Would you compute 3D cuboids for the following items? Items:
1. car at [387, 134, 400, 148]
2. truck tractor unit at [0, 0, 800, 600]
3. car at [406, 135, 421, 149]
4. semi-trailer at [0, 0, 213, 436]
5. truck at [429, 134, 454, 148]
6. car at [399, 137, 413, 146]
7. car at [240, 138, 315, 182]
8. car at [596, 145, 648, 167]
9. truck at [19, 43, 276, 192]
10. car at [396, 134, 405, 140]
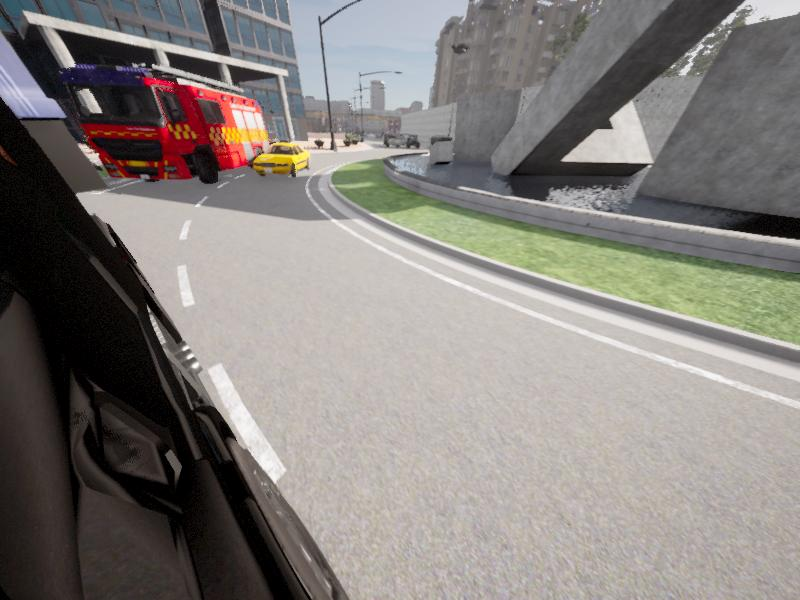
[{"bbox_3d":[-1.188,-26.977,39.138,1.932,1.855,4.605,-2,36,-6],"label":"car"},{"bbox_3d":[-2.645,-0.295,0.351,6.516,4.208,3.053,28,44,30],"label":"truck tractor unit"},{"bbox_3d":[2.276,-26.981,39.360,1.905,1.878,3.866,-2,36,-6],"label":"car"},{"bbox_3d":[-9.475,-2.878,3.337,14.254,4.402,2.717,18,42,21],"label":"semi-trailer"},{"bbox_3d":[8.368,-32.747,47.512,2.390,2.098,6.274,-8,37,-14],"label":"truck"},{"bbox_3d":[1.069,-32.086,46.807,1.895,1.301,4.718,-4,37,-10],"label":"car"},{"bbox_3d":[-6.453,-8.037,13.000,1.801,1.575,5.366,0,36,-4],"label":"car"},{"bbox_3d":[26.020,-17.081,27.311,3.866,1.878,1.905,23,41,25],"label":"car"},{"bbox_3d":[-9.664,-8.276,11.210,2.891,3.827,8.468,0,36,-3],"label":"truck"},{"bbox_3d":[0.180,-54.768,77.619,2.242,1.667,4.611,-5,37,-11],"label":"car"}]
